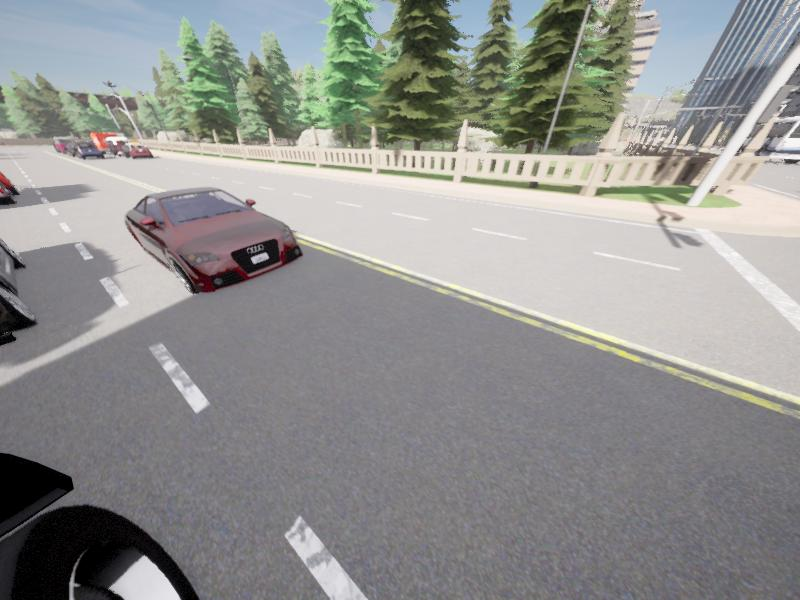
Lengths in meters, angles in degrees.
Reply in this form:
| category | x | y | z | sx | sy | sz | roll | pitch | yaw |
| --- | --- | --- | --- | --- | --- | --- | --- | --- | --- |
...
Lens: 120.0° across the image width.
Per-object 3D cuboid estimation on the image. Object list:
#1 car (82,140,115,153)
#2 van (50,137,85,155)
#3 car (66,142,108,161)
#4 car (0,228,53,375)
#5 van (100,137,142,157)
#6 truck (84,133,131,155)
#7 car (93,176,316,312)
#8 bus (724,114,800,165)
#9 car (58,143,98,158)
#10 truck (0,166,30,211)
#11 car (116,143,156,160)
| category | x | y | z | sx | sy | sz | roll | pitch | yaw |
| --- | --- | --- | --- | --- | --- | --- | --- | --- | --- |
| car | -47.960 | -24.476 | 36.768 | 4.856 | 1.649 | 2.033 | 22 | 41 | 28 |
| van | -46.841 | -21.701 | 32.539 | 4.442 | 1.987 | 1.775 | 22 | 41 | 28 |
| car | -35.485 | -16.918 | 26.184 | 3.988 | 1.617 | 1.851 | 22 | 41 | 28 |
| car | -7.061 | -0.410 | 3.007 | 5.238 | 1.638 | 1.930 | 22 | 41 | 28 |
| van | -36.130 | -19.824 | 29.914 | 4.480 | 2.038 | 2.069 | 22 | 41 | 28 |
| truck | -41.812 | -22.317 | 33.029 | 5.204 | 2.467 | 2.627 | 22 | 41 | 28 |
| car | -4.085 | -1.553 | 4.880 | 4.181 | 1.385 | 1.994 | 22 | 41 | 28 |
| bus | 43.893 | -18.472 | 26.678 | 3.944 | 4.253 | 10.273 | 22 | 41 | 28 |
| car | -41.022 | -19.088 | 29.398 | 5.357 | 1.411 | 2.033 | 22 | 41 | 28 |
| truck | -16.894 | -4.757 | 8.368 | 5.204 | 2.467 | 2.627 | 22 | 41 | 28 |
| car | -31.013 | -17.507 | 27.163 | 3.806 | 1.475 | 1.970 | 22 | 41 | 28 |
